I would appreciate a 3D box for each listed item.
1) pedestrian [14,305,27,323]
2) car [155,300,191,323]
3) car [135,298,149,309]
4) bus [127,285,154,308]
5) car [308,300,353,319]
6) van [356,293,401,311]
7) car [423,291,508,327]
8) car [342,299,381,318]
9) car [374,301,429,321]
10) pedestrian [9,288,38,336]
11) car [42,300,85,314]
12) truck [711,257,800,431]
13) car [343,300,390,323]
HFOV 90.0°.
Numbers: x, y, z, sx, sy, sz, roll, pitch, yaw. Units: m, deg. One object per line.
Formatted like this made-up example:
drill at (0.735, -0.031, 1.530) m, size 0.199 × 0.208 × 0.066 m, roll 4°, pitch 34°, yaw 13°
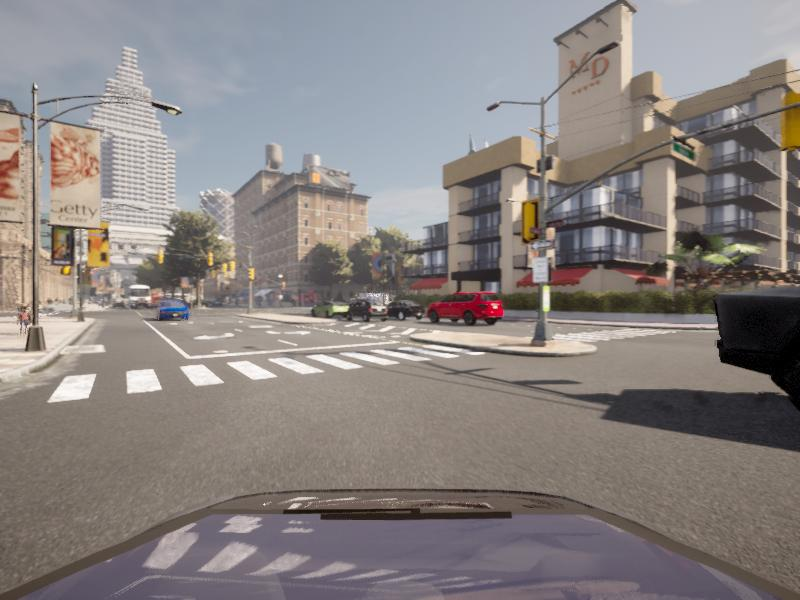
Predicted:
pedestrian at (-23.524, 0.838, 24.790) m, size 0.500 × 1.100 × 0.500 m, roll 0°, pitch 0°, yaw -35°
car at (-17.162, 0.784, 30.075) m, size 1.882 × 1.535 × 5.008 m, roll 0°, pitch 0°, yaw -35°
car at (-43.970, 0.573, 68.098) m, size 1.905 × 1.878 × 3.866 m, roll 0°, pitch 0°, yaw -35°
bus at (-49.968, -0.632, 76.815) m, size 3.944 × 4.253 × 10.273 m, roll 0°, pitch 0°, yaw -35°
car at (-6.033, 0.776, 34.246) m, size 2.007 × 1.525 × 4.514 m, roll 0°, pitch 0°, yaw -35°
van at (-3.090, 0.284, 59.407) m, size 6.366 × 2.431 × 2.351 m, roll 0°, pitch 0°, yaw -36°
car at (4.097, 0.524, 25.979) m, size 2.150 × 2.045 × 5.566 m, roll 0°, pitch 0°, yaw -36°
car at (-3.618, 0.731, 36.901) m, size 1.851 × 1.617 × 3.988 m, roll 0°, pitch 0°, yaw -35°
car at (0.027, 0.793, 31.725) m, size 1.837 × 1.490 × 4.892 m, roll 0°, pitch 0°, yaw -35°
pedestrian at (-15.180, 0.467, 16.146) m, size 0.751 × 1.860 × 0.751 m, roll 0°, pitch 0°, yaw -37°
car at (-39.121, 0.775, 46.604) m, size 3.633 × 1.501 × 1.845 m, roll 0°, pitch 0°, yaw -35°
truck at (7.435, 0.530, 4.405) m, size 6.274 × 2.098 × 2.390 m, roll 0°, pitch 0°, yaw 37°
car at (-2.470, 0.769, 29.193) m, size 1.789 × 1.549 × 3.705 m, roll 0°, pitch 0°, yaw -35°
